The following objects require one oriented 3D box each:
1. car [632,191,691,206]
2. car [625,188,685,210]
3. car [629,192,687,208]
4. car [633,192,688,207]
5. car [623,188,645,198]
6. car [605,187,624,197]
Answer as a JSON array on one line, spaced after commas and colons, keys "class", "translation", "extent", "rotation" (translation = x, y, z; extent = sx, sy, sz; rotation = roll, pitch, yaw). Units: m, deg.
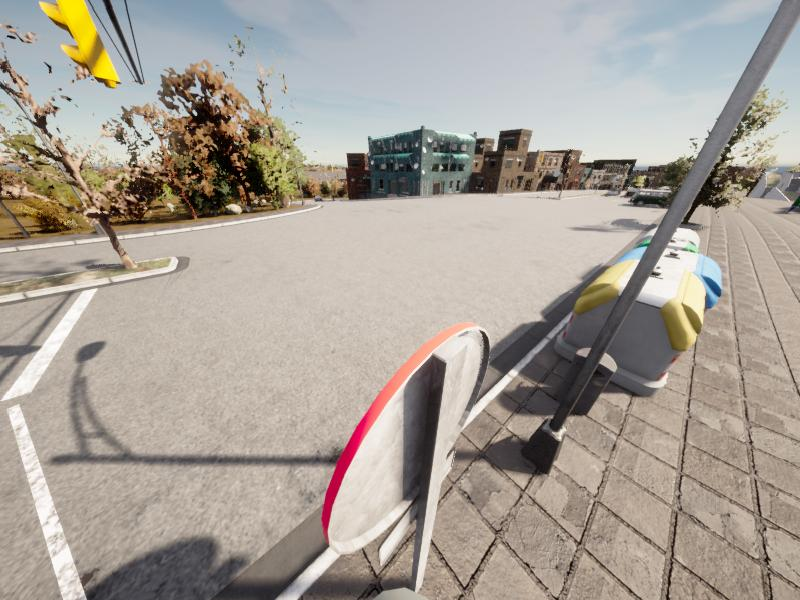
[{"class": "car", "translation": [38.872, -15.281, 34.580], "extent": [5.366, 1.575, 1.946], "rotation": [17, 33, 25]}, {"class": "car", "translation": [32.099, -12.864, 29.311], "extent": [4.442, 1.987, 1.878], "rotation": [17, 33, 25]}, {"class": "car", "translation": [34.472, -13.468, 31.109], "extent": [4.674, 1.452, 2.002], "rotation": [17, 32, 25]}, {"class": "car", "translation": [36.754, -14.328, 32.812], "extent": [4.674, 1.452, 2.002], "rotation": [17, 33, 25]}, {"class": "car", "translation": [46.411, -21.253, 45.817], "extent": [5.238, 1.638, 1.930], "rotation": [-21, 36, -35]}, {"class": "car", "translation": [44.399, -22.321, 47.770], "extent": [3.988, 1.617, 1.851], "rotation": [-21, 36, -35]}]
